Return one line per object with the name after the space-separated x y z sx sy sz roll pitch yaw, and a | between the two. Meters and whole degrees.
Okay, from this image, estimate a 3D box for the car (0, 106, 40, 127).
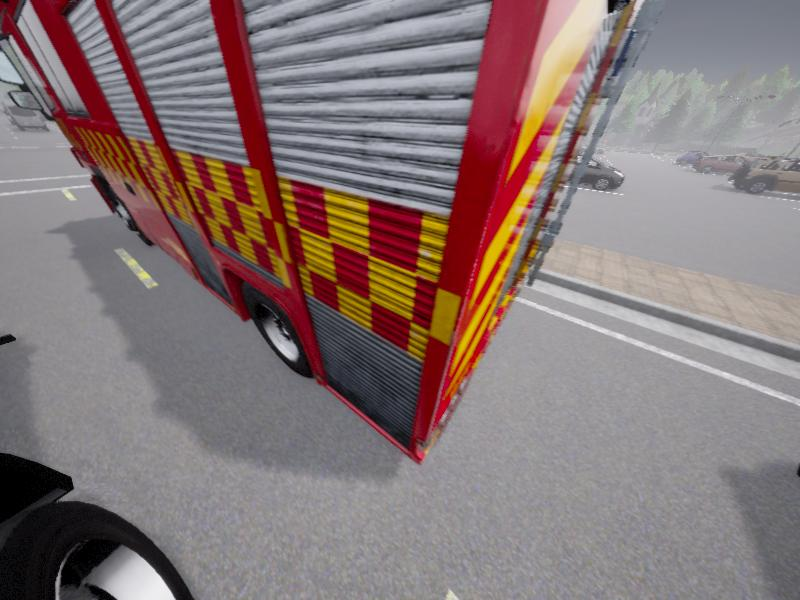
-52.036 -25.119 31.574 5.566 2.045 2.150 26 43 27 | car

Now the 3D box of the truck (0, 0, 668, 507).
-2.280 -2.298 3.404 8.468 3.827 2.891 25 42 27 | truck

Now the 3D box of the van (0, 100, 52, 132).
-42.184 -20.646 25.941 5.915 2.561 1.988 25 42 27 | van
